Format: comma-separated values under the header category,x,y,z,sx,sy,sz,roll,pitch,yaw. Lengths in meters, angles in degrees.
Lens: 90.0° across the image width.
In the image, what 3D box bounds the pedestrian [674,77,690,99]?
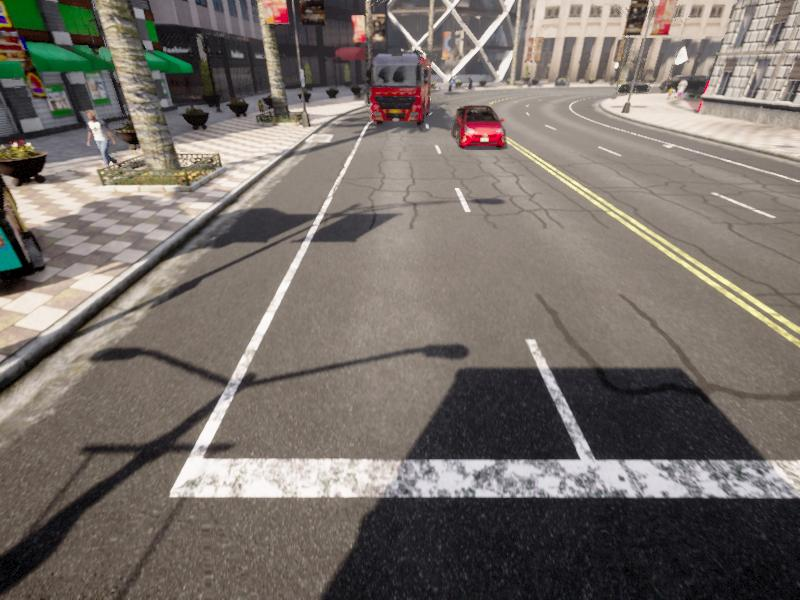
category,x,y,z,sx,sy,sz,roll,pitch,yaw
pedestrian,28.082,-21.118,39.891,0.751,1.860,0.751,21,36,31

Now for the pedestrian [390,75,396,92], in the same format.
category,x,y,z,sx,sy,sz,roll,pitch,yaw
pedestrian,-0.919,-27.303,50.423,0.751,1.860,0.751,1,30,1

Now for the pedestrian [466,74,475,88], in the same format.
category,x,y,z,sx,sy,sz,roll,pitch,yaw
pedestrian,10.448,-32.441,59.210,0.751,1.860,0.751,-23,38,-34

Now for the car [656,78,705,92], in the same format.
category,x,y,z,sx,sy,sz,roll,pitch,yaw
car,39.545,-30.336,56.510,5.027,1.651,2.152,-2,30,-3

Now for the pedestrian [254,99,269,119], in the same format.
category,x,y,z,sx,sy,sz,roll,pitch,yaw
pedestrian,-8.498,-11.741,24.594,0.500,1.100,0.500,11,32,19

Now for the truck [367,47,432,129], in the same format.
category,x,y,z,sx,sy,sz,roll,pitch,yaw
truck,0.250,-13.298,24.915,2.891,3.827,8.468,3,30,6

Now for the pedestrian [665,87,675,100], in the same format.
category,x,y,z,sx,sy,sz,roll,pitch,yaw
pedestrian,25.826,-19.710,38.237,0.500,1.100,0.500,16,34,25

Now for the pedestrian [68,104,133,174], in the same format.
category,x,y,z,sx,sy,sz,roll,pitch,yaw
pedestrian,-8.943,-4.827,12.034,0.751,1.860,0.751,1,30,2

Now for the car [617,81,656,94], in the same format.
category,x,y,z,sx,sy,sz,roll,pitch,yaw
car,30.138,-27.158,51.043,4.181,1.385,1.994,-14,33,-23

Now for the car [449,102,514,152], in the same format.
category,x,y,z,sx,sy,sz,roll,pitch,yaw
car,3.430,-7.825,17.846,2.007,1.525,4.514,0,30,1

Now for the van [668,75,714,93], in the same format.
category,x,y,z,sx,sy,sz,roll,pitch,yaw
van,38.631,-28.796,53.237,4.442,1.987,1.775,-4,31,-7
